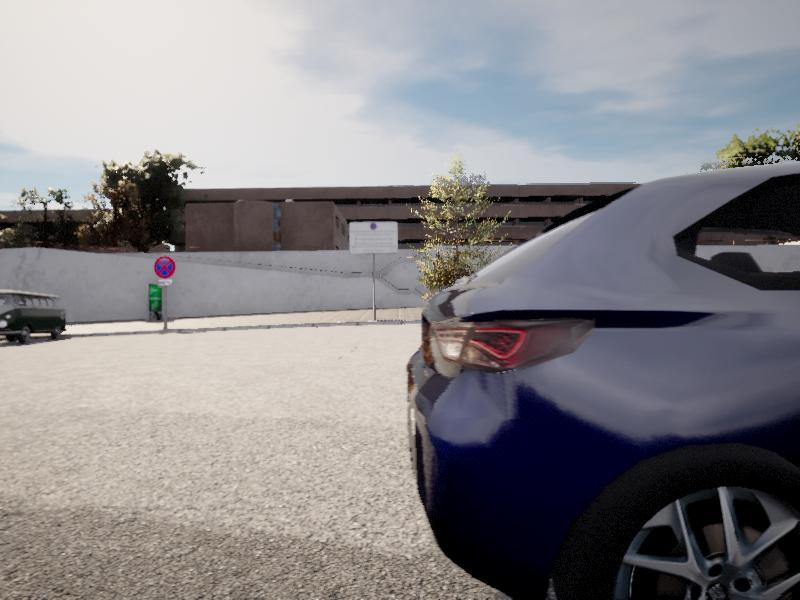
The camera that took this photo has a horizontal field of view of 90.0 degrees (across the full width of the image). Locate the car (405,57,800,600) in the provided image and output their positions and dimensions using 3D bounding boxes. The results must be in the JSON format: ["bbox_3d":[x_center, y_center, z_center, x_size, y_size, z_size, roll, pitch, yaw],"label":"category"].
[{"bbox_3d":[2.131,0.251,1.704,4.193,1.474,1.816,0,0,0],"label":"car"}]

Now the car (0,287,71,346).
[{"bbox_3d":[-14.892,0.673,15.508,1.878,1.987,4.442,-2,-2,-20],"label":"car"}]

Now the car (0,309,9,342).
[{"bbox_3d":[-17.900,1.084,15.598,2.002,1.452,4.674,-2,-2,-20],"label":"car"}]
